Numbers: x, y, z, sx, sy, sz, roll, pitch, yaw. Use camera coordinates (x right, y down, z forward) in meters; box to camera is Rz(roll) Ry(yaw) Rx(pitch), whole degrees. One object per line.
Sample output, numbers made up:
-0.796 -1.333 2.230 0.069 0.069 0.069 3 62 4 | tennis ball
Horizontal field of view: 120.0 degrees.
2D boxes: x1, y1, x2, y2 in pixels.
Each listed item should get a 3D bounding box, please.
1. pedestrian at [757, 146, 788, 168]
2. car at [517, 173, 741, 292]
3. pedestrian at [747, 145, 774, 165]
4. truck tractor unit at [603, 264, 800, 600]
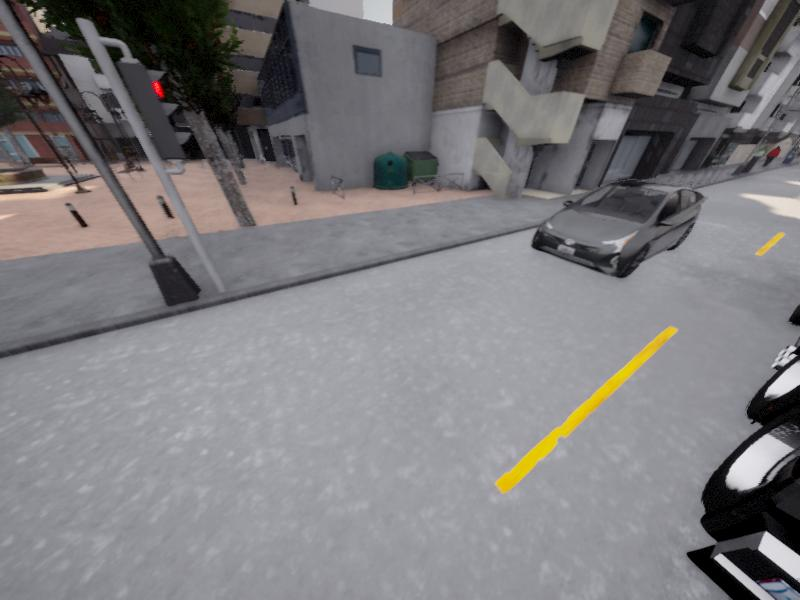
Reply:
37.981 -14.644 23.589 0.751 1.860 0.751 -16 38 -22 | pedestrian
5.333 -1.915 5.482 4.514 1.525 2.007 -18 39 -25 | car
39.970 -16.059 25.643 0.751 1.860 0.751 -19 39 -26 | pedestrian
5.109 -0.302 0.790 6.516 4.208 3.053 -18 39 -24 | truck tractor unit
